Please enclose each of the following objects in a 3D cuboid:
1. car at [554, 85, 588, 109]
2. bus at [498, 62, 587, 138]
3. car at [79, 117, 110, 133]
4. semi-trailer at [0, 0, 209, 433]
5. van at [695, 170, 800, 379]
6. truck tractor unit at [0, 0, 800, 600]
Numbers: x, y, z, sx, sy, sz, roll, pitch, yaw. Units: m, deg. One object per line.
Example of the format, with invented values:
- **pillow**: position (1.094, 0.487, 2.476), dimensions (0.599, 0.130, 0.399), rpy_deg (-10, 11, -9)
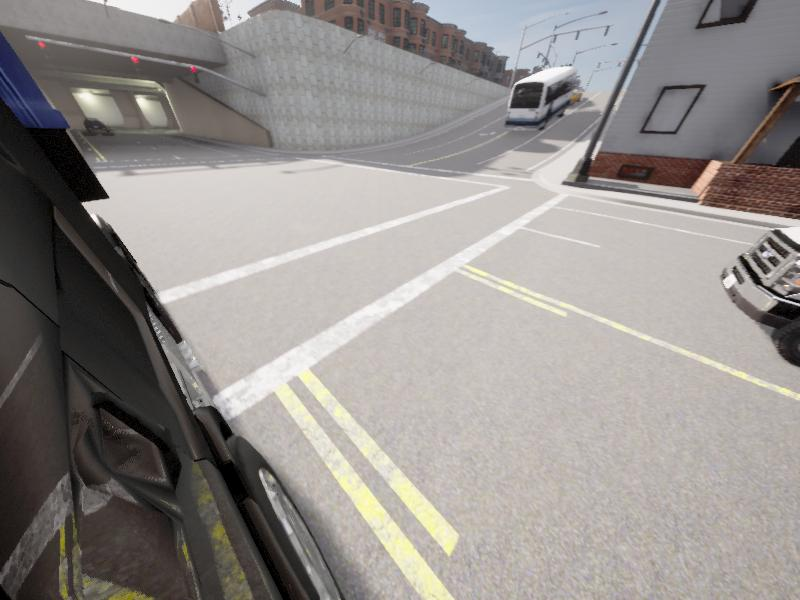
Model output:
- **car**: position (22.365, -26.609, 30.217), dimensions (1.801, 1.575, 5.366), rpy_deg (30, 58, 31)
- **bus**: position (15.050, -21.237, 24.472), dimensions (3.944, 4.253, 10.273), rpy_deg (30, 58, 31)
- **car**: position (-44.584, -25.613, 33.814), dimensions (2.152, 1.651, 5.027), rpy_deg (-30, 47, -35)
- **semi-trailer**: position (-9.216, -3.186, 3.646), dimensions (14.254, 4.402, 2.717), rpy_deg (22, 40, 24)
- **van**: position (7.361, 0.510, 1.406), dimensions (6.366, 2.431, 2.351), rpy_deg (30, 45, 32)
- **truck tractor unit**: position (-2.645, -0.295, 0.351), dimensions (6.516, 4.208, 3.053), rpy_deg (28, 44, 30)
